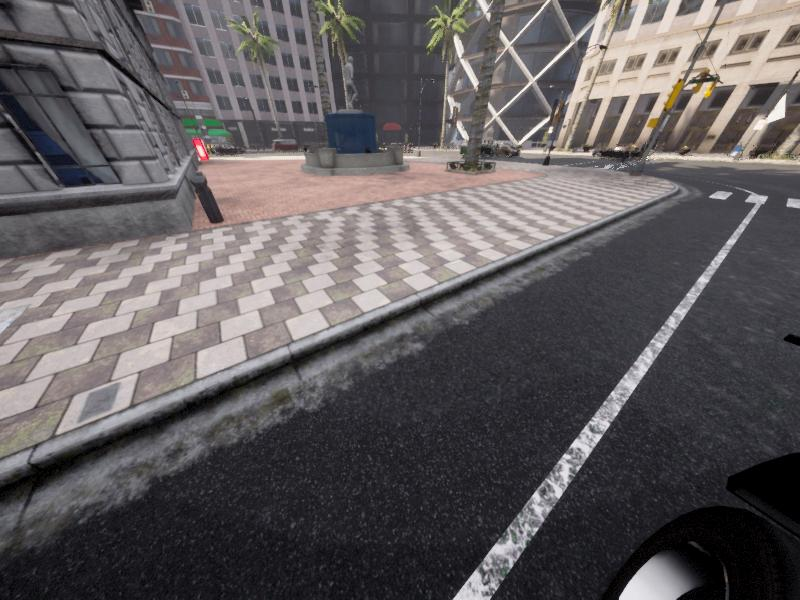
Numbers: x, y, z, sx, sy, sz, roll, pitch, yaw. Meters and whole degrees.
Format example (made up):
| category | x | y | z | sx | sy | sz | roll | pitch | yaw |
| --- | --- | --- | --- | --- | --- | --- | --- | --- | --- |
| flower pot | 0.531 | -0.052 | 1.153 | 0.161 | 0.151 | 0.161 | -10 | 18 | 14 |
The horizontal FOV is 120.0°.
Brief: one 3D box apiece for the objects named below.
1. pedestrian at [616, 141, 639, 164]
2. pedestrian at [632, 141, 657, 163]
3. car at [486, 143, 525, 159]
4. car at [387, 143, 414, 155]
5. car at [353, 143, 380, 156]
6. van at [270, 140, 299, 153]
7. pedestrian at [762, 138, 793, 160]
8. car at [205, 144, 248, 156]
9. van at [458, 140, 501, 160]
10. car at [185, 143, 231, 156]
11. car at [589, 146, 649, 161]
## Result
| category | x | y | z | sx | sy | sz | roll | pitch | yaw |
| --- | --- | --- | --- | --- | --- | --- | --- | --- | --- |
| pedestrian | 21.923 | -14.238 | 22.318 | 0.751 | 1.860 | 0.751 | -22 | 41 | -28 |
| pedestrian | 24.363 | -14.739 | 23.013 | 0.751 | 1.860 | 0.751 | -9 | 36 | -12 |
| car | 13.749 | -19.632 | 30.296 | 1.851 | 1.617 | 3.988 | -30 | 45 | -35 |
| car | 0.110 | -24.434 | 37.320 | 3.806 | 1.475 | 1.970 | 9 | 36 | 13 |
| car | -5.015 | -23.134 | 35.464 | 3.633 | 1.501 | 1.845 | 5 | 35 | 7 |
| van | -21.240 | -28.320 | 42.546 | 4.442 | 1.987 | 1.775 | -16 | 38 | -22 |
| pedestrian | 38.992 | -15.624 | 23.904 | 0.751 | 1.860 | 0.751 | -30 | 44 | -35 |
| car | -27.003 | -23.540 | 36.208 | 4.902 | 1.511 | 2.128 | -14 | 37 | -19 |
| van | 9.956 | -19.108 | 29.248 | 4.442 | 1.987 | 1.775 | 26 | 43 | 32 |
| car | -31.287 | -24.704 | 37.830 | 5.366 | 1.575 | 1.801 | -15 | 38 | -19 |
| car | 25.710 | -17.392 | 27.303 | 1.895 | 1.301 | 4.718 | -22 | 41 | -28 |
